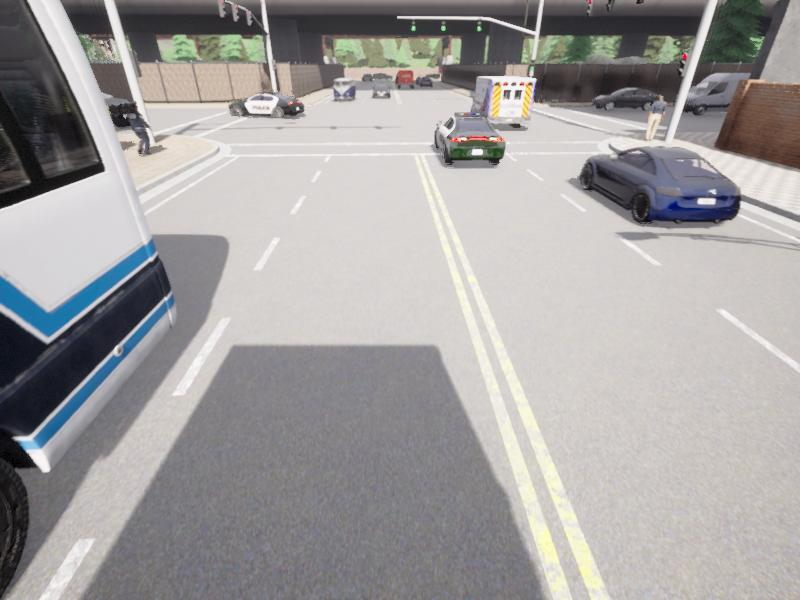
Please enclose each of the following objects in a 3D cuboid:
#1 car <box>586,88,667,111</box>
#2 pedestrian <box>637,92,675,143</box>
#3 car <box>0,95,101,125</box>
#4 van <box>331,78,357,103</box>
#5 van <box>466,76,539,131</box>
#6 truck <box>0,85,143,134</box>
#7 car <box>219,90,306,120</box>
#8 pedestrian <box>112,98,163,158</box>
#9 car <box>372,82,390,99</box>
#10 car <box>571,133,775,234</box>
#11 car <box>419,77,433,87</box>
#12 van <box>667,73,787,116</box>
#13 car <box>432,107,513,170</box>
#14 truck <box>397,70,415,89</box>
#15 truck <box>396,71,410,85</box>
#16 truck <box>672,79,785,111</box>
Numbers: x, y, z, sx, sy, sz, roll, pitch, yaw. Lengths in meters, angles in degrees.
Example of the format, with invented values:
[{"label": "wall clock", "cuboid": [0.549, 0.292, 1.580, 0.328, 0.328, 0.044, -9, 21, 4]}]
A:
[{"label": "car", "cuboid": [17.383, -15.492, 30.871, 4.892, 1.490, 1.837, 0, 30, 0]}, {"label": "pedestrian", "cuboid": [10.840, -7.750, 16.995, 0.751, 1.860, 0.751, 9, 32, 15]}, {"label": "car", "cuboid": [-21.469, -11.361, 23.897, 5.357, 1.411, 2.033, -1, 30, -1]}, {"label": "van", "cuboid": [-5.462, -20.747, 39.459, 1.775, 1.987, 4.442, 0, 30, 1]}, {"label": "van", "cuboid": [5.709, -11.614, 23.370, 2.351, 2.431, 6.366, -1, 30, -1]}, {"label": "truck", "cuboid": [-17.501, -9.953, 20.796, 6.274, 2.098, 2.390, -1, 30, -1]}, {"label": "car", "cuboid": [-9.081, -13.056, 26.703, 4.974, 1.542, 2.038, 8, 32, 13]}, {"label": "pedestrian", "cuboid": [-9.297, -6.122, 14.253, 0.751, 1.860, 0.751, 3, 30, 5]}, {"label": "car", "cuboid": [-1.998, -22.693, 43.321, 1.812, 1.442, 4.674, -1, 30, -2]}, {"label": "car", "cuboid": [6.186, -3.054, 9.857, 1.994, 1.385, 4.181, -1, 30, -1]}, {"label": "car", "cuboid": [4.231, -36.120, 66.307, 1.994, 1.385, 4.181, -1, 30, -1]}, {"label": "van", "cuboid": [22.443, -14.234, 27.690, 5.915, 2.561, 1.988, -1, 30, -1]}, {"label": "car", "cuboid": [2.498, -6.312, 15.254, 2.038, 1.542, 4.974, -1, 30, -1]}, {"label": "truck", "cuboid": [0.850, -34.543, 62.543, 2.627, 2.467, 5.204, -1, 30, -1]}, {"label": "truck", "cuboid": [0.435, -41.402, 74.622, 2.390, 2.098, 6.274, -1, 30, -1]}, {"label": "truck", "cuboid": [25.152, -15.849, 30.885, 6.274, 2.098, 2.390, -1, 30, -1]}]
